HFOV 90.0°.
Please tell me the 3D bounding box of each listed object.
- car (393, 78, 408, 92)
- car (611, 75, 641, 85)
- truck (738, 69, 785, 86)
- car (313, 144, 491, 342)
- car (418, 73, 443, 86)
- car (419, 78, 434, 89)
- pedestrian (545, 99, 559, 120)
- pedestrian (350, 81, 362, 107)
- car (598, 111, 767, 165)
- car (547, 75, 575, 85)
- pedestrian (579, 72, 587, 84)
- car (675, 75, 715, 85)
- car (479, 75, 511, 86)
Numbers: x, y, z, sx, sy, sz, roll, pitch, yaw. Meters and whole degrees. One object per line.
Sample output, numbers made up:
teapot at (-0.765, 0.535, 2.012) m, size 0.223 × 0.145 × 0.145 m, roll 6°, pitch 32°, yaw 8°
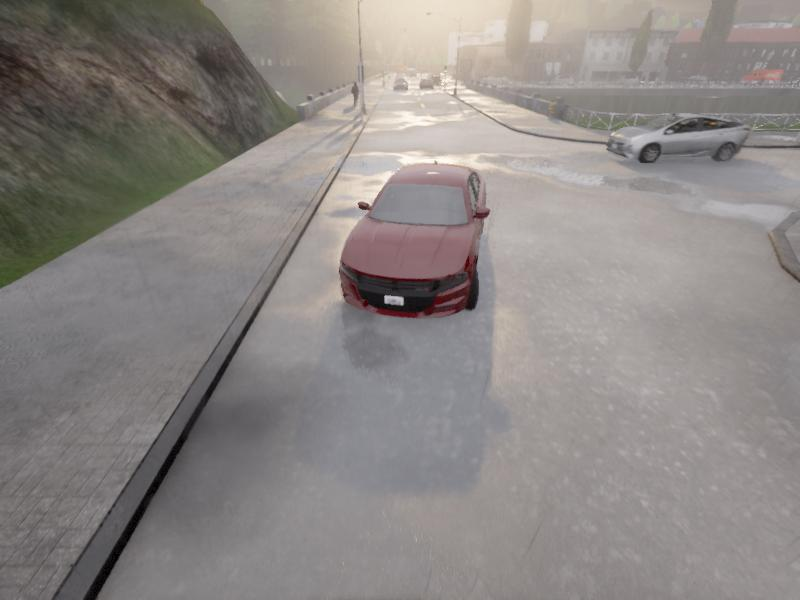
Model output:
car at (0.113, -29.383, 54.622) m, size 2.038 × 1.542 × 4.974 m, roll 1°, pitch 30°, yaw 1°
car at (40.397, -39.341, 71.545) m, size 3.988 × 1.617 × 1.851 m, roll 0°, pitch 30°, yaw 0°
truck at (64.429, -39.713, 71.342) m, size 5.204 × 2.467 × 2.627 m, roll 0°, pitch 30°, yaw 0°
car at (0.471, -1.457, 6.950) m, size 1.882 × 1.535 × 5.008 m, roll 6°, pitch 31°, yaw 11°
car at (5.362, -38.479, 69.786) m, size 3.866 × 1.878 × 1.905 m, roll -15°, pitch 33°, yaw -24°
car at (3.989, -32.783, 60.580) m, size 1.994 × 1.385 × 4.181 m, roll 0°, pitch 30°, yaw 0°
pedestrian at (9.372, -11.787, 24.743) m, size 0.500 × 1.100 × 0.500 m, roll 0°, pitch 30°, yaw 0°
pedestrian at (-3.560, -16.556, 32.146) m, size 0.751 × 1.860 × 0.751 m, roll 1°, pitch 30°, yaw 2°
car at (10.154, -5.998, 14.713) m, size 4.514 × 1.525 × 2.007 m, roll -2°, pitch 30°, yaw -3°
car at (28.784, -39.338, 71.538) m, size 3.988 × 1.617 × 1.851 m, roll 0°, pitch 30°, yaw 0°
pedestrian at (34.172, -41.433, 74.611) m, size 0.751 × 1.860 × 0.751 m, roll -25°, pitch 39°, yaw -36°
car at (52.712, -39.357, 71.542) m, size 5.238 × 1.638 × 1.930 m, roll 0°, pitch 30°, yaw 0°
car at (16.970, -39.339, 71.523) m, size 5.027 × 1.651 × 2.152 m, roll 0°, pitch 30°, yaw 0°
